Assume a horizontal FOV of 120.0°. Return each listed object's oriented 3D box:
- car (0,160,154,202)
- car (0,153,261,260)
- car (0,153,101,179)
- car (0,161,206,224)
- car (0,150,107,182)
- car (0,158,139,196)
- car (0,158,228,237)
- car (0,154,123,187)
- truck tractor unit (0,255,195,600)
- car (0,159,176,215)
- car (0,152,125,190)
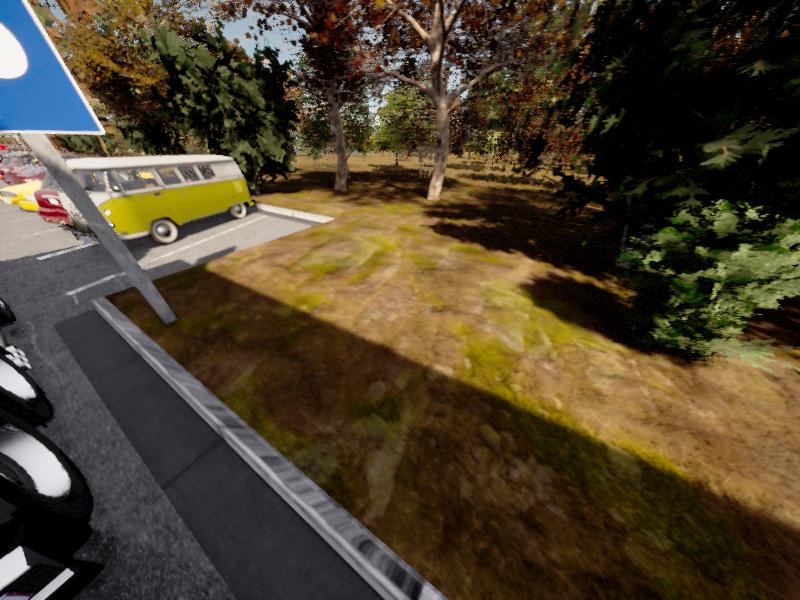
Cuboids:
[{"bbox_3d":[-16.789,-6.469,12.263,2.002,1.452,4.674,7,35,11],"label":"car"},{"bbox_3d":[-6.778,-3.080,6.812,1.878,1.987,4.442,7,35,10],"label":"car"},{"bbox_3d":[-29.116,-11.123,19.018,2.097,1.535,5.008,8,35,12],"label":"car"},{"bbox_3d":[-11.752,-4.816,9.762,1.946,1.575,5.366,7,35,10],"label":"car"},{"bbox_3d":[-26.654,-10.304,17.597,2.185,1.767,4.553,9,35,12],"label":"car"},{"bbox_3d":[-19.275,-7.375,13.594,2.002,1.452,4.674,8,35,11],"label":"car"},{"bbox_3d":[-9.288,-3.916,8.220,2.185,1.767,4.553,7,35,10],"label":"car"},{"bbox_3d":[-24.169,-9.355,16.423,1.946,1.575,5.366,8,35,12],"label":"car"},{"bbox_3d":[-5.094,-0.315,0.811,6.516,4.208,3.053,19,39,25],"label":"truck tractor unit"},{"bbox_3d":[-14.329,-5.505,10.770,1.946,1.575,5.366,8,35,10],"label":"car"},{"bbox_3d":[-21.756,-8.414,14.823,2.185,1.767,4.553,8,35,11],"label":"car"}]
